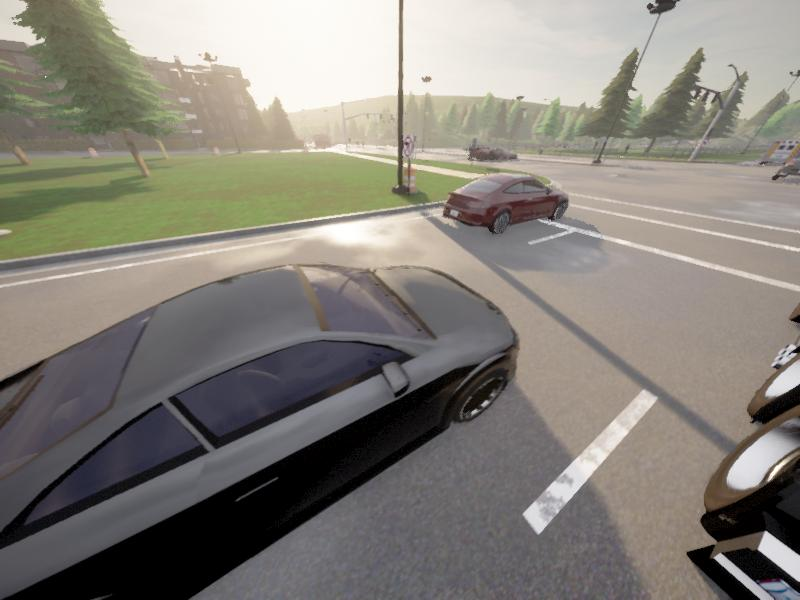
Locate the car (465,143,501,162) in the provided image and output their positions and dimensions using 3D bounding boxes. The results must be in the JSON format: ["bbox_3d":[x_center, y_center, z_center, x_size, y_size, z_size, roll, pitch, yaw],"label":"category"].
[{"bbox_3d":[10.553,-18.987,29.714,1.905,1.878,3.866,-18,38,-24],"label":"car"}]

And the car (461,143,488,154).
[{"bbox_3d":[15.329,-31.455,47.883,1.930,1.638,5.238,-18,39,-24],"label":"car"}]

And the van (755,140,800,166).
[{"bbox_3d":[45.940,-17.548,27.460,6.366,2.431,2.351,-18,39,-24],"label":"van"}]

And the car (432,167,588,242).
[{"bbox_3d":[3.531,-3.277,7.475,4.674,1.442,1.812,-18,39,-24],"label":"car"}]

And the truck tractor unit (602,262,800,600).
[{"bbox_3d":[5.105,-0.307,0.785,6.516,4.208,3.053,-18,39,-24],"label":"truck tractor unit"}]

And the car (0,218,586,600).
[{"bbox_3d":[-0.815,0.485,2.100,4.181,1.385,1.994,-18,39,-24],"label":"car"}]

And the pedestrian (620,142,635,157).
[{"bbox_3d":[35.943,-23.798,36.547,0.751,1.860,0.751,-16,38,-22],"label":"pedestrian"}]

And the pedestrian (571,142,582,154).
[{"bbox_3d":[32.541,-28.000,42.556,0.751,1.860,0.751,-15,38,-21],"label":"pedestrian"}]

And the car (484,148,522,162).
[{"bbox_3d":[13.710,-19.633,31.124,1.994,1.385,4.181,-18,39,-24],"label":"car"}]

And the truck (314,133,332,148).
[{"bbox_3d":[-24.859,-51.428,74.335,2.891,3.827,8.468,-18,39,-25],"label":"truck"}]

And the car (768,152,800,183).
[{"bbox_3d":[28.834,-9.315,16.199,5.027,1.651,2.152,-18,39,-24],"label":"car"}]
